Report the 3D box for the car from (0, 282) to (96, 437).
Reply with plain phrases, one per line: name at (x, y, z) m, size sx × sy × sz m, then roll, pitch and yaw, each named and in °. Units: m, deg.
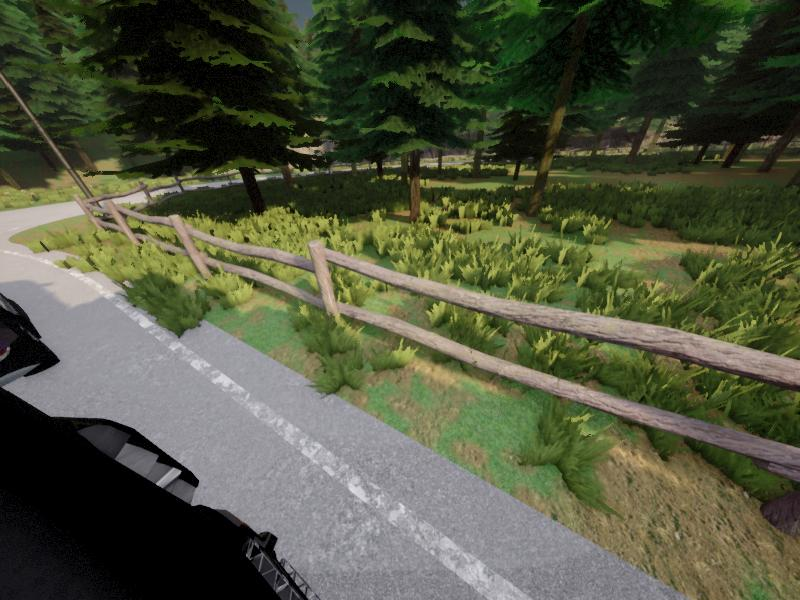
car at (-6.247, 0.282, 2.536) m, size 4.856 × 1.649 × 2.033 m, roll 14°, pitch 37°, yaw 24°
